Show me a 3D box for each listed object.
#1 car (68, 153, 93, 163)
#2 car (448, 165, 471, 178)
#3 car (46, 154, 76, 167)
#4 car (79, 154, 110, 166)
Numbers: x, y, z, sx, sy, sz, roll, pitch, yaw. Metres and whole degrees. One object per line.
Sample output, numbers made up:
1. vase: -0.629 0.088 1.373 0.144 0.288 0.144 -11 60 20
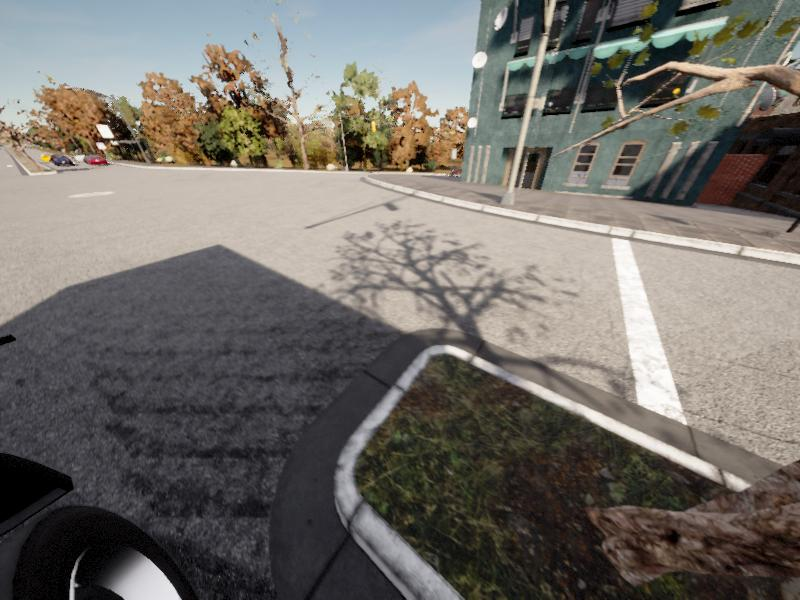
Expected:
1. car: -58.164 -25.889 42.022 3.633 1.501 1.845 21 40 29
2. car: 11.364 -24.661 44.326 3.866 1.878 1.905 -19 37 -34
3. car: -52.026 -21.461 35.408 4.193 1.474 1.816 21 40 29
4. car: -46.907 -21.519 35.462 4.181 1.385 1.994 21 40 29
